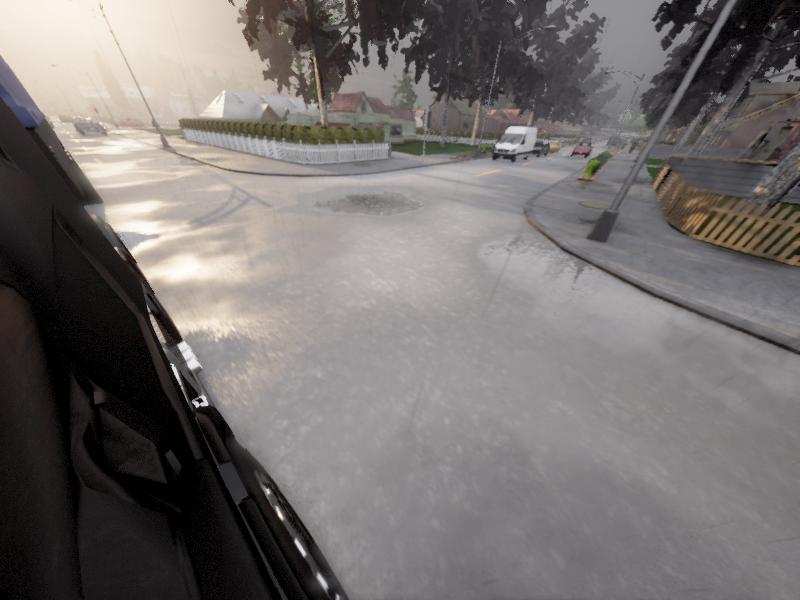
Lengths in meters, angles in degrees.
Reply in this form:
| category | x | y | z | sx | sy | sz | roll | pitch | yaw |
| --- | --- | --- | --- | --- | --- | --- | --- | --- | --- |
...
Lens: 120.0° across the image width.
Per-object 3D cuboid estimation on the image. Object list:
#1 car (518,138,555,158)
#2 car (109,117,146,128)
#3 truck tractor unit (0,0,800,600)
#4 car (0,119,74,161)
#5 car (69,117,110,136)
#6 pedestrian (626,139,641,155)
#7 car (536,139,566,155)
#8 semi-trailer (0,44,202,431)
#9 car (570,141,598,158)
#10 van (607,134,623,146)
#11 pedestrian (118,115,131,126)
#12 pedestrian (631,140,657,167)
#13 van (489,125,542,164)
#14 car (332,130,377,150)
| category | x | y | z | sx | sy | sz | roll | pitch | yaw |
| --- | --- | --- | --- | --- | --- | --- | --- | --- | --- |
| car | 15.568 | -17.342 | 26.279 | 2.152 | 1.651 | 5.027 | 28 | 44 | 30 |
| car | -56.452 | -36.856 | 47.995 | 2.007 | 1.525 | 4.514 | 26 | 43 | 28 |
| truck tractor unit | -2.645 | -0.295 | 0.351 | 6.516 | 4.208 | 3.053 | 28 | 44 | 30 |
| car | -21.592 | -9.345 | 13.372 | 4.611 | 1.667 | 2.242 | 27 | 43 | 28 |
| car | -37.817 | -21.122 | 28.109 | 5.027 | 1.651 | 2.152 | 28 | 44 | 30 |
| pedestrian | 32.502 | -21.318 | 32.168 | 0.751 | 1.860 | 0.751 | 29 | 44 | 30 |
| car | 20.172 | -20.502 | 30.792 | 1.801 | 1.575 | 5.366 | 28 | 44 | 30 |
| semi-trailer | -8.703 | -3.601 | 4.225 | 14.254 | 4.402 | 2.717 | 28 | 44 | 30 |
| car | 22.044 | -18.029 | 27.657 | 1.845 | 1.501 | 3.633 | 28 | 44 | 30 |
| van | 58.140 | -43.309 | 62.559 | 1.988 | 2.561 | 5.915 | 28 | 44 | 30 |
| pedestrian | -58.416 | -38.065 | 48.966 | 0.751 | 1.860 | 0.751 | 6 | 37 | 5 |
| pedestrian | 21.062 | -12.660 | 19.970 | 0.751 | 1.860 | 0.751 | 28 | 44 | 30 |
| van | 10.663 | -14.319 | 21.211 | 1.988 | 2.561 | 5.915 | 28 | 44 | 30 |
| car | -4.516 | -15.859 | 22.877 | 4.181 | 1.381 | 1.994 | 28 | 44 | 30 |
